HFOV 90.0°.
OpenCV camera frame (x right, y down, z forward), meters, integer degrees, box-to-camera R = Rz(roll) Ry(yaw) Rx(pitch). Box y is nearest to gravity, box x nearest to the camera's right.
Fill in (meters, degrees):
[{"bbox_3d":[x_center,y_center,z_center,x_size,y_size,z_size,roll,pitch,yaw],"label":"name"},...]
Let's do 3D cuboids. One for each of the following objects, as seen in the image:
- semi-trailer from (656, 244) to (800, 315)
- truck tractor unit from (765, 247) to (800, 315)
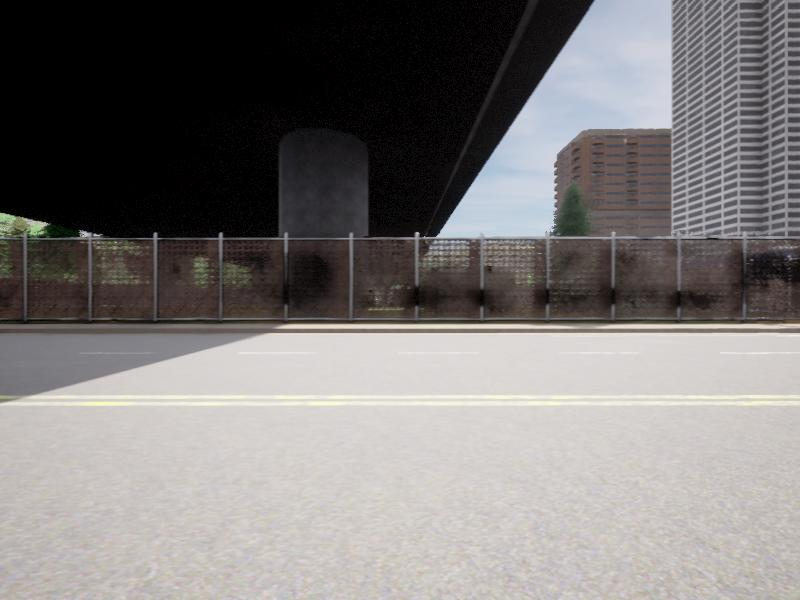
[{"bbox_3d":[26.223,-1.286,31.720,2.717,4.402,14.254,0,0,0],"label":"semi-trailer"},{"bbox_3d":[26.215,-1.183,23.808,3.053,4.208,6.516,0,0,0],"label":"truck tractor unit"}]
